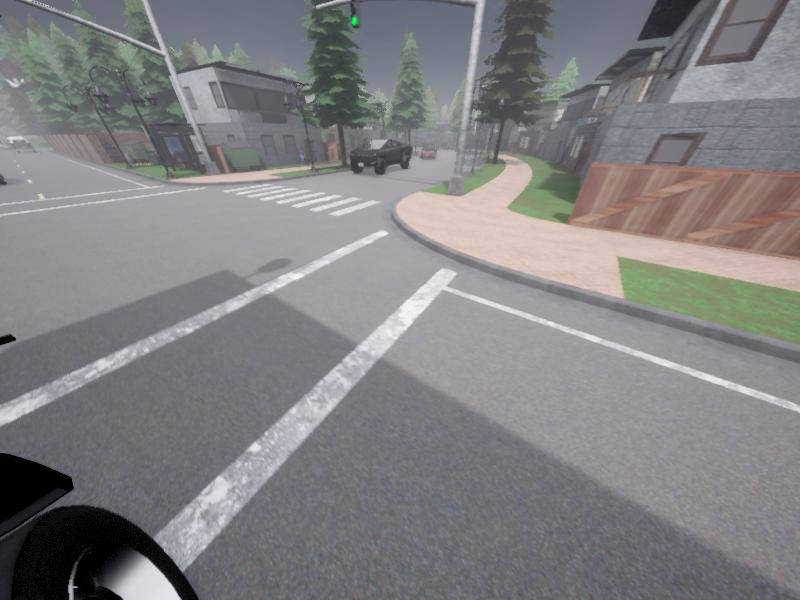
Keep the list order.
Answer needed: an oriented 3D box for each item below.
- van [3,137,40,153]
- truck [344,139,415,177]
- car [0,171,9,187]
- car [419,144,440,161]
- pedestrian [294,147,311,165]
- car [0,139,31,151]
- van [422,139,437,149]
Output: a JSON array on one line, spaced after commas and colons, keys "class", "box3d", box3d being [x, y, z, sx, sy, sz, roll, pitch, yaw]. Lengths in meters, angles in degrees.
[{"class": "van", "box3d": [-58.554, -24.006, 35.727, 4.480, 2.038, 2.069, 22, 41, 28]}, {"class": "truck", "box3d": [-1.258, -11.142, 17.845, 2.390, 2.098, 6.274, 16, 38, 21]}, {"class": "car", "box3d": [-23.346, -6.927, 12.360, 4.181, 1.385, 1.994, 22, 41, 28]}, {"class": "car", "box3d": [3.622, -17.996, 28.099, 1.845, 1.501, 3.633, 9, 36, 12]}, {"class": "pedestrian", "box3d": [-8.513, -12.588, 20.228, 0.751, 1.300, 0.751, 18, 39, 23]}, {"class": "car", "box3d": [-72.638, -28.806, 42.863, 2.242, 1.667, 4.611, -15, 38, -21]}, {"class": "van", "box3d": [7.078, -37.641, 55.592, 1.775, 1.987, 4.442, -9, 36, -13]}]
